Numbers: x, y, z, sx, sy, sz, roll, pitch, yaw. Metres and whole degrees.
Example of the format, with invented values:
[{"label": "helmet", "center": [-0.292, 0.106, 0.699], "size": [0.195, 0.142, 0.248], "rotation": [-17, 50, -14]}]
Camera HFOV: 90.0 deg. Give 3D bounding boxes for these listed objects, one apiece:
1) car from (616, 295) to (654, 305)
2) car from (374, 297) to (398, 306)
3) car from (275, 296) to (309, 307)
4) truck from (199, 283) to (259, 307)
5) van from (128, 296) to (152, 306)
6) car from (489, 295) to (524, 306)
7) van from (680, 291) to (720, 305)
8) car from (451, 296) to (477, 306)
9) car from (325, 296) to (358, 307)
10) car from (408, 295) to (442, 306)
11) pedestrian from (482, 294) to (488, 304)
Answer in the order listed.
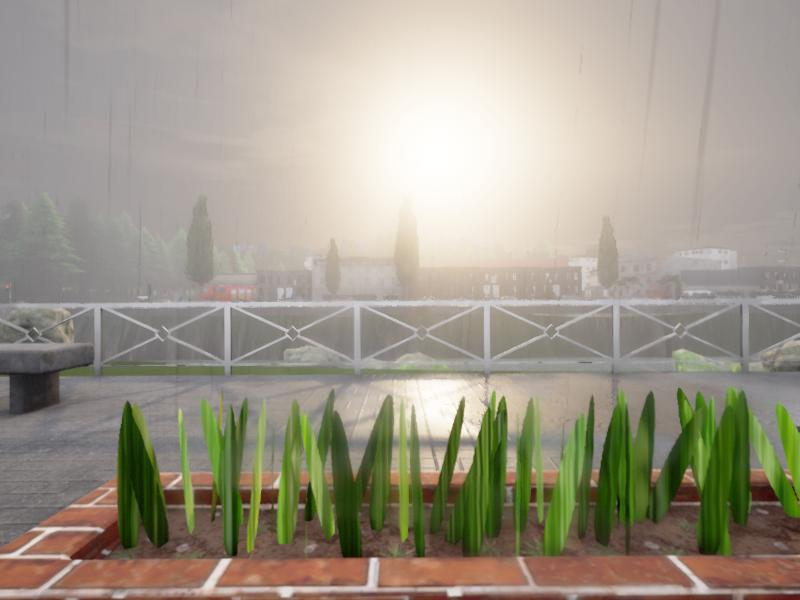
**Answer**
[{"label": "car", "center": [37.811, -0.053, 64.403], "size": [4.974, 1.542, 2.038], "rotation": [0, 0, 0]}, {"label": "car", "center": [-2.232, 0.237, 64.350], "size": [3.806, 1.475, 1.970], "rotation": [0, 0, 0]}, {"label": "car", "center": [-17.361, 0.250, 64.341], "size": [4.856, 1.649, 2.033], "rotation": [0, 0, 0]}, {"label": "truck", "center": [-27.376, -0.789, 64.329], "size": [8.468, 3.827, 2.891], "rotation": [0, 0, 0]}, {"label": "van", "center": [-54.928, 0.259, 84.663], "size": [2.069, 2.038, 4.480], "rotation": [0, 0, 0]}, {"label": "car", "center": [17.109, 0.042, 64.377], "size": [5.238, 1.638, 1.930], "rotation": [0, 0, 0]}, {"label": "van", "center": [45.298, -0.317, 60.411], "size": [4.480, 2.038, 2.069], "rotation": [0, 0, 0]}, {"label": "car", "center": [10.233, 0.164, 64.366], "size": [3.806, 1.475, 1.970], "rotation": [0, 0, 0]}, {"label": "car", "center": [-9.381, 0.206, 64.346], "size": [5.027, 1.651, 2.152], "rotation": [0, 0, 0]}, {"label": "car", "center": [3.968, 0.119, 64.363], "size": [5.238, 1.638, 1.930], "rotation": [0, 0, 0]}, {"label": "pedestrian", "center": [15.152, -0.172, 71.311], "size": [0.751, 1.860, 0.751], "rotation": [0, 0, -5]}]
